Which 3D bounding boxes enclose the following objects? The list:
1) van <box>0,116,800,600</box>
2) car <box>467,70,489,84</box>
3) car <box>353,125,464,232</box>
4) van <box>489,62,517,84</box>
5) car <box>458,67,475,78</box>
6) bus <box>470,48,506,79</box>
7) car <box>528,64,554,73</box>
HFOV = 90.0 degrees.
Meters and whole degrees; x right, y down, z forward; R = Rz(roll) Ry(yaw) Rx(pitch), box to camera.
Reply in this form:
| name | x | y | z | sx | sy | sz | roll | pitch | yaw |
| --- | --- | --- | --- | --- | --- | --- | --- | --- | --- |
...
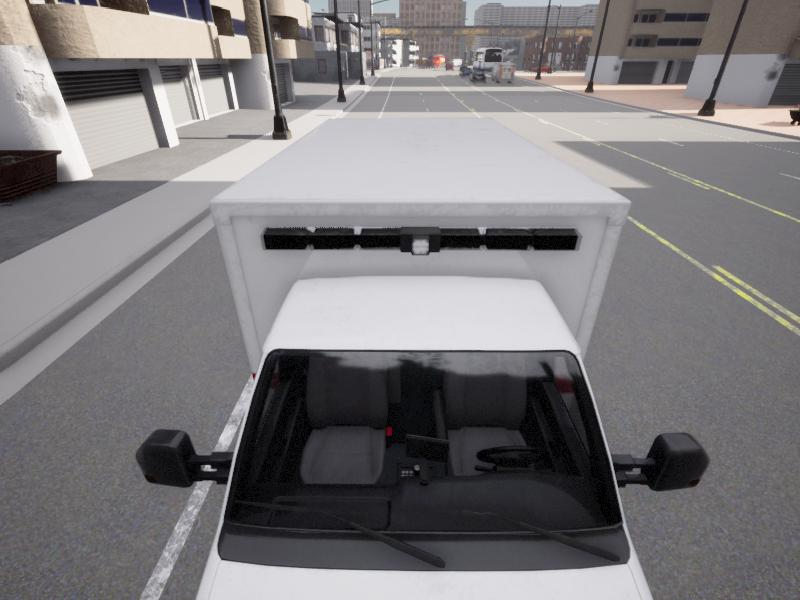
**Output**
| name | x | y | z | sx | sy | sz | roll | pitch | yaw |
| --- | --- | --- | --- | --- | --- | --- | --- | --- | --- |
| van | 0.113 | 0.011 | 3.604 | 2.351 | 2.431 | 6.366 | 0 | 30 | 1 |
| car | 11.194 | -32.234 | 57.741 | 2.128 | 1.511 | 4.902 | 0 | 32 | 0 |
| car | 0.186 | -3.330 | 10.225 | 2.128 | 1.511 | 4.902 | 0 | 30 | 0 |
| van | 14.697 | -32.694 | 57.535 | 2.351 | 2.431 | 6.366 | 0 | 32 | 0 |
| car | 11.313 | -39.023 | 68.559 | 2.033 | 1.411 | 5.357 | 0 | 32 | 0 |
| bus | 14.691 | -40.328 | 67.953 | 3.944 | 4.253 | 10.273 | 0 | 32 | 0 |
| car | 30.041 | -49.476 | 85.501 | 4.611 | 1.667 | 2.242 | 1 | 31 | 2 |
